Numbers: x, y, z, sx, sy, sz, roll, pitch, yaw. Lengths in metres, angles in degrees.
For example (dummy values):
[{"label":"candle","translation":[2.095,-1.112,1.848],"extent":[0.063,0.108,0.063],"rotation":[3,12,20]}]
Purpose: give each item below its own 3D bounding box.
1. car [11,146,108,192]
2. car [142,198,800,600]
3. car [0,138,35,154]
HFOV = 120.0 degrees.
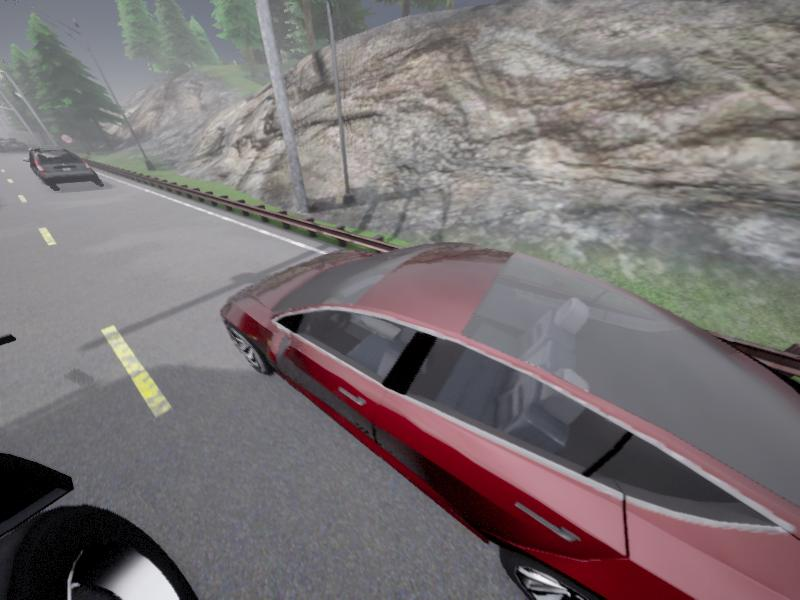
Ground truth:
[{"label":"car","translation":[-17.098,-6.695,11.634],"extent":[3.988,1.617,1.851],"rotation":[22,40,27]},{"label":"car","translation":[0.214,0.304,2.194],"extent":[4.792,1.488,2.163],"rotation":[21,40,27]},{"label":"car","translation":[-51.414,-20.144,30.253],"extent":[4.611,1.667,2.242],"rotation":[10,36,17]}]
